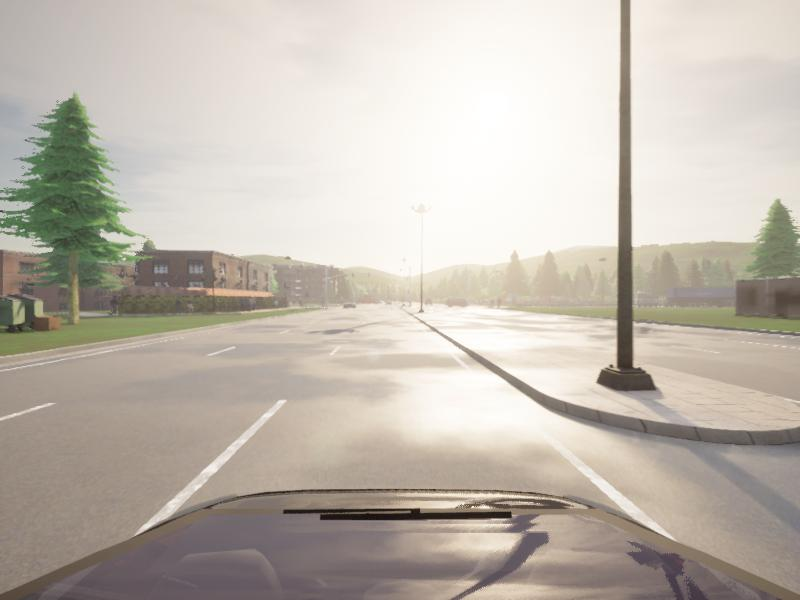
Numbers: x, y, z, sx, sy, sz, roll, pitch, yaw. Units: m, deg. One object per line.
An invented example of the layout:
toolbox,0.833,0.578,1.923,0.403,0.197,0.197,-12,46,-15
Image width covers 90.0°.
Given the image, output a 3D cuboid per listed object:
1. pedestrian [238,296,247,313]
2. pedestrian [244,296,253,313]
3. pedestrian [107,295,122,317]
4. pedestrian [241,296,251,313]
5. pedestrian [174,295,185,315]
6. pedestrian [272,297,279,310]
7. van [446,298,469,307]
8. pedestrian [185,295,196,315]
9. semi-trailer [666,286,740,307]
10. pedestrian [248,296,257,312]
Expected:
pedestrian,-16.822,0.475,42.718,0.751,1.860,0.751,0,0,1
pedestrian,-16.971,0.474,44.749,0.751,1.860,0.751,0,0,4
pedestrian,-24.569,0.482,34.438,0.751,1.860,0.751,0,0,1
pedestrian,-16.977,0.475,44.114,0.751,1.860,0.751,0,0,20
pedestrian,-20.525,0.479,37.199,0.751,1.860,0.751,0,0,45
pedestrian,-17.539,0.470,56.492,0.751,1.860,0.751,0,0,-2
van,12.150,0.558,84.758,4.442,1.987,1.775,0,0,-2
pedestrian,-19.850,0.479,37.850,0.751,1.860,0.751,0,0,-44
semi-trailer,65.637,-0.687,86.856,14.254,4.402,2.717,0,0,-2
pedestrian,-17.052,0.474,46.234,0.751,1.860,0.751,0,0,2
